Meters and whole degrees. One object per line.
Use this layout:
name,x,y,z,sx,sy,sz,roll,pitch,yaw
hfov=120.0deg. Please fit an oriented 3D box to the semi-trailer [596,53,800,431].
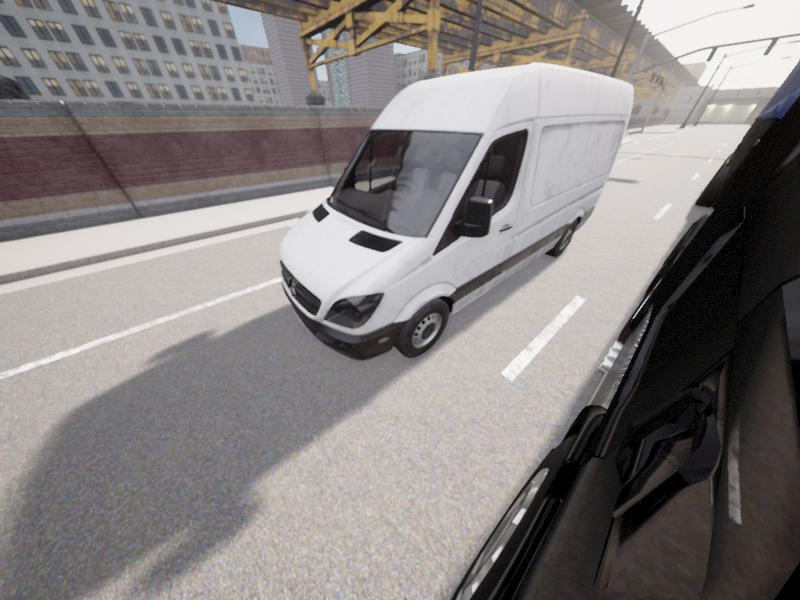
semi-trailer,8.741,-3.530,4.249,14.254,4.402,2.717,-27,45,-30

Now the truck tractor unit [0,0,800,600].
truck tractor unit,2.645,-0.295,0.352,6.516,4.208,3.053,-28,43,-30

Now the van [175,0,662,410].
van,1.157,-1.625,3.474,5.915,2.561,1.988,-28,45,-30
